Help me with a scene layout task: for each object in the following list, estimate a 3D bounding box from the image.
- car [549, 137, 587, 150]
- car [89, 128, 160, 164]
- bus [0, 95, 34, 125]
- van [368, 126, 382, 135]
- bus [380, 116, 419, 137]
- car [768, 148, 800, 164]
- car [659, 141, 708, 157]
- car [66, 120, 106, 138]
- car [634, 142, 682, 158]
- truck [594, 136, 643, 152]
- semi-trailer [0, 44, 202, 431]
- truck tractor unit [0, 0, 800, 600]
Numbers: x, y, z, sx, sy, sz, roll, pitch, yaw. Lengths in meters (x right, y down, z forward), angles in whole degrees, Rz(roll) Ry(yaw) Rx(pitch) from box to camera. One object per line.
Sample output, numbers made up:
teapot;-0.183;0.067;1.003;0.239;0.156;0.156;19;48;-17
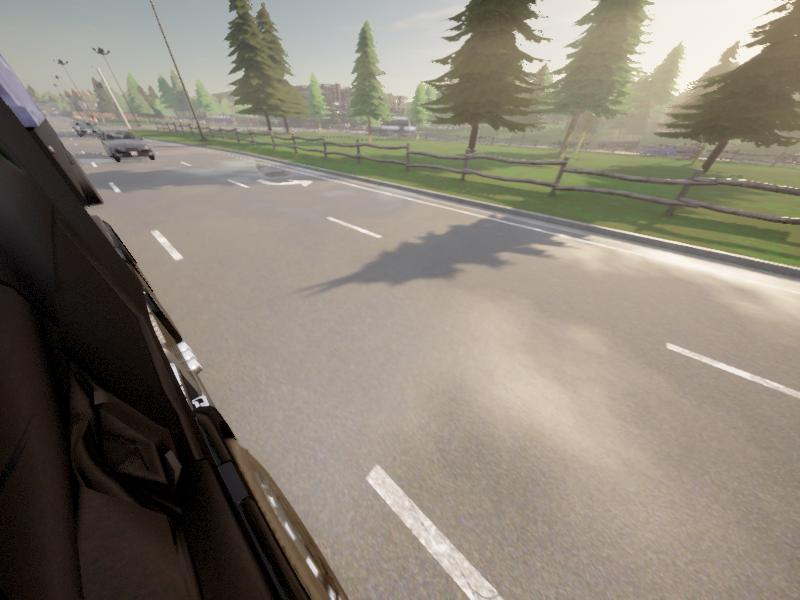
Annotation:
car;31.130;-29.142;42.910;5.238;1.638;1.930;28;44;30
car;-16.465;-9.282;13.807;4.193;1.474;1.816;28;44;30
bus;-76.043;-36.774;44.638;10.273;4.253;3.944;28;44;30
van;-7.732;-52.876;71.972;4.442;1.987;1.775;28;44;30
bus;-0.327;-46.984;62.668;10.273;4.253;3.944;28;44;30
car;54.761;-19.222;31.075;5.238;1.638;1.930;28;44;30
car;45.368;-24.356;37.168;4.605;1.855;1.932;28;44;30
car;-35.392;-19.296;26.041;3.806;1.475;1.970;27;43;29
car;38.329;-22.484;34.556;4.514;1.525;2.007;28;44;30
truck;41.077;-29.500;43.587;6.274;2.098;2.390;28;44;30
semi-trailer;-8.700;-3.598;4.235;14.254;4.402;2.717;28;44;30
truck tractor unit;-2.645;-0.295;0.351;6.516;4.208;3.053;28;44;30
